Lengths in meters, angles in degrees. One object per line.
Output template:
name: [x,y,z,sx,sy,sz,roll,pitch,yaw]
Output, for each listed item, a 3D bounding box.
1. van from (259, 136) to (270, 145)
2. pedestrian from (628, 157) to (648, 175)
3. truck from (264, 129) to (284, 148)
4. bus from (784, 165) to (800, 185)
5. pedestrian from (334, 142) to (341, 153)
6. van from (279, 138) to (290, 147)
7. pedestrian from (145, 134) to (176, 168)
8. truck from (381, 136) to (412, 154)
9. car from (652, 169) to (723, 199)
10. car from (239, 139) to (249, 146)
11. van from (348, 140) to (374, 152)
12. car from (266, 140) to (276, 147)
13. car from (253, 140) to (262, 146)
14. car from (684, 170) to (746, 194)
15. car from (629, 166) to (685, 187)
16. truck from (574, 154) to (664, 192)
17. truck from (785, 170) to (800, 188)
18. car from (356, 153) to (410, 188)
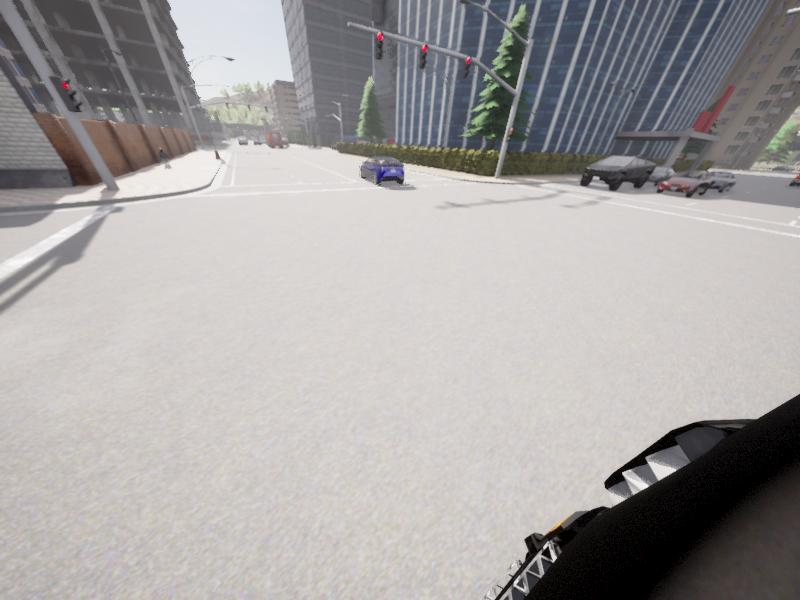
van: [-49.493,-58.299,84.298,2.351,2.431,6.366,-16,38,-26]
pedestrian: [29.813,-16.849,29.003,0.751,1.860,0.751,-9,36,-16]
truck: [-32.735,-41.881,60.018,2.891,3.827,8.468,-16,38,-26]
bus: [54.443,-16.891,29.078,10.273,4.253,3.944,-16,38,-25]
pedestrian: [-12.117,-29.571,44.795,0.751,1.860,0.751,-17,39,-26]
van: [-34.297,-46.633,68.535,2.069,2.038,4.480,-16,38,-26]
pedestrian: [-15.912,-9.894,15.411,0.751,1.860,0.751,-19,40,-29]
truck: [-0.989,-44.109,65.676,8.468,3.827,2.891,-16,38,-26]
car: [19.950,-8.136,16.043,4.193,1.474,1.816,-16,38,-26]
car: [-42.858,-43.200,63.379,2.033,1.411,5.357,-16,38,-26]
van: [-10.289,-40.837,61.389,6.366,2.431,2.351,-16,38,-26]
car: [-38.571,-46.753,68.954,2.033,1.411,5.357,-16,38,-26]
car: [-41.715,-45.949,67.620,1.895,1.301,4.718,-16,38,-26]
car: [26.024,-9.824,19.087,4.181,1.385,1.994,-17,39,-26]
car: [23.489,-11.384,21.137,4.674,1.442,1.812,-16,38,-26]
truck: [16.674,-9.716,17.578,6.274,2.098,2.390,-16,38,-25]
truck: [46.135,-13.728,25.369,5.204,2.467,2.627,-16,38,-26]
car: [-1.281,-8.707,15.360,2.007,1.525,4.514,-12,37,-21]
